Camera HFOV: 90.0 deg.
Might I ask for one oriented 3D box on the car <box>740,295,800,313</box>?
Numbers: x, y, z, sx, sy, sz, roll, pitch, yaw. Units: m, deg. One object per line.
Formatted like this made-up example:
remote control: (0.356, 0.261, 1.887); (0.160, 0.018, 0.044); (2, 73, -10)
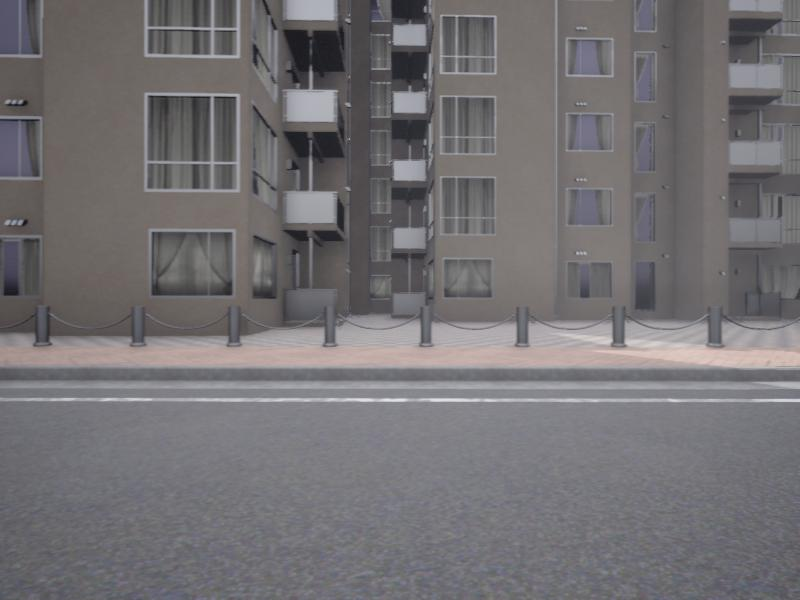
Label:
car: (33.175, 0.303, 35.450); (1.837, 1.490, 4.892); (0, 0, -2)
